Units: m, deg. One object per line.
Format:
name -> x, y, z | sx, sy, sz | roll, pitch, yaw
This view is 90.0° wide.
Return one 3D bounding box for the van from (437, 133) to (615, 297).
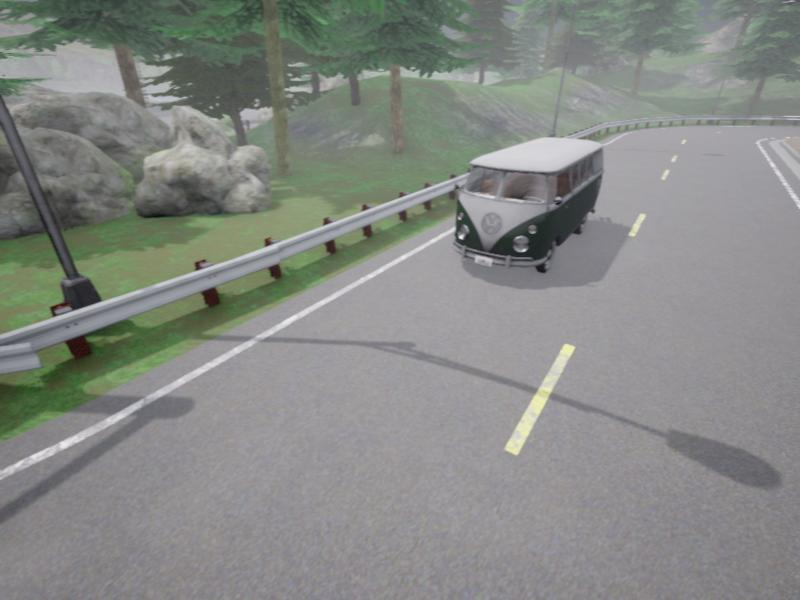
van -> 2.667, -2.031, 8.012 | 1.775, 1.987, 4.442 | 18, 33, 30
